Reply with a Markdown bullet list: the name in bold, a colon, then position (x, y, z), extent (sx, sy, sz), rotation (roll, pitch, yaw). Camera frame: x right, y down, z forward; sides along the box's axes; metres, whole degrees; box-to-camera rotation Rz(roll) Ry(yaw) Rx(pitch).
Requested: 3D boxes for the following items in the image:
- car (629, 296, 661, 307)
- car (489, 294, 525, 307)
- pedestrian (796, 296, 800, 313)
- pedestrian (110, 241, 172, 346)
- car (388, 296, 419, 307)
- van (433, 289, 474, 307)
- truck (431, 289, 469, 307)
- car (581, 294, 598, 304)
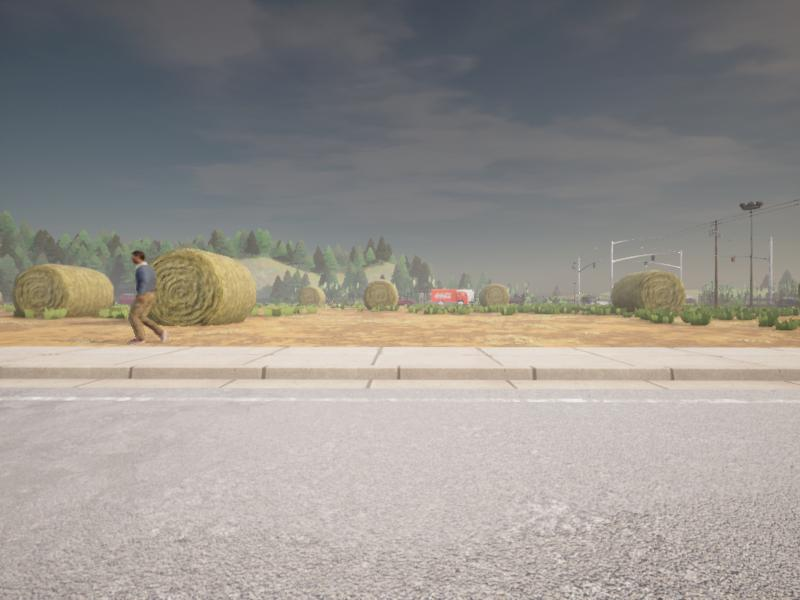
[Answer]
- **car**: position (36.361, 0.244, 59.552), extent (2.038, 1.542, 4.974), rotation (0, 1, 6)
- **car**: position (14.698, 0.086, 55.080), extent (4.553, 1.767, 2.097), rotation (0, 0, 5)
- **pedestrian**: position (26.306, 0.291, 26.058), extent (0.500, 1.100, 0.500), rotation (0, 0, 0)
- **pedestrian**: position (-4.812, -0.115, 7.487), extent (0.751, 1.860, 0.751), rotation (0, 0, -13)
- **car**: position (0.491, 0.246, 56.231), extent (4.193, 1.474, 1.816), rotation (0, 0, 5)
- **van**: position (7.907, -0.286, 59.155), extent (5.915, 2.561, 1.988), rotation (0, 0, 4)
- **truck**: position (6.916, -0.254, 55.710), extent (5.204, 2.467, 2.627), rotation (0, 0, 5)
- **car**: position (34.275, -0.186, 72.432), extent (1.789, 1.549, 3.705), rotation (0, 3, 7)
